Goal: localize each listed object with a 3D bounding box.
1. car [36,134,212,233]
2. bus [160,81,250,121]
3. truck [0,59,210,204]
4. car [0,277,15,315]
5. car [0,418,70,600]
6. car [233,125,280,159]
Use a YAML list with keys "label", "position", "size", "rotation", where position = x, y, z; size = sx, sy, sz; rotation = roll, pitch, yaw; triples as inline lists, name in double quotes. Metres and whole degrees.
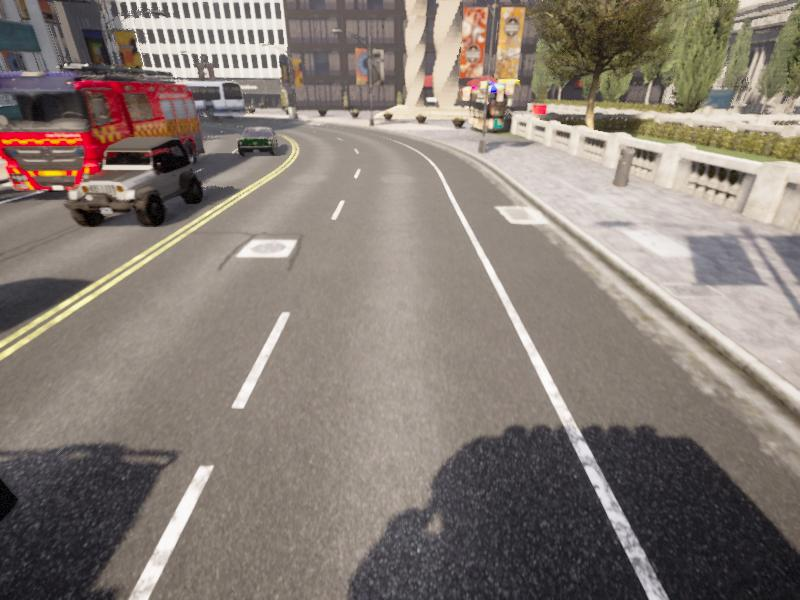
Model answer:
- label: "car"
  position: [-7.093, -3.342, 10.964]
  size: [1.905, 1.878, 3.866]
  rotation: [0, 27, -1]
- label: "bus"
  position: [-24.591, -25.149, 50.532]
  size: [10.273, 4.253, 3.944]
  rotation: [14, 30, 24]
- label: "truck"
  position: [-10.651, -6.637, 15.215]
  size: [2.891, 3.827, 8.468]
  rotation: [-2, 28, -3]
- label: "car"
  position: [-7.030, 0.163, 4.179]
  size: [1.905, 1.878, 3.866]
  rotation: [0, 27, -1]
- label: "car"
  position: [-3.505, 2.024, 0.606]
  size: [1.932, 1.855, 4.605]
  rotation: [0, 27, 0]
- label: "car"
  position: [-7.963, -9.024, 22.610]
  size: [1.895, 1.301, 4.718]
  rotation: [-6, 28, -11]
